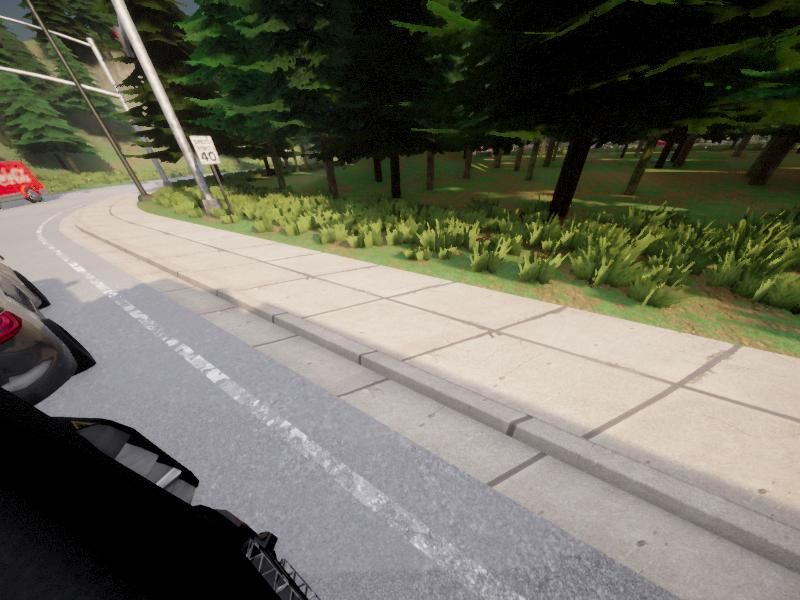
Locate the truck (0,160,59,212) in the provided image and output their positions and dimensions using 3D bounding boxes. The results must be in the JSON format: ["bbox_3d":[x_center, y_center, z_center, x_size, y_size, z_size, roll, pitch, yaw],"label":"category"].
[{"bbox_3d":[-25.337,-6.791,13.868,2.627,2.467,5.204,-15,36,-17],"label":"truck"}]

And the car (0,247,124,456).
[{"bbox_3d":[-5.790,0.288,2.440,4.611,1.667,2.242,16,38,26],"label":"car"}]
